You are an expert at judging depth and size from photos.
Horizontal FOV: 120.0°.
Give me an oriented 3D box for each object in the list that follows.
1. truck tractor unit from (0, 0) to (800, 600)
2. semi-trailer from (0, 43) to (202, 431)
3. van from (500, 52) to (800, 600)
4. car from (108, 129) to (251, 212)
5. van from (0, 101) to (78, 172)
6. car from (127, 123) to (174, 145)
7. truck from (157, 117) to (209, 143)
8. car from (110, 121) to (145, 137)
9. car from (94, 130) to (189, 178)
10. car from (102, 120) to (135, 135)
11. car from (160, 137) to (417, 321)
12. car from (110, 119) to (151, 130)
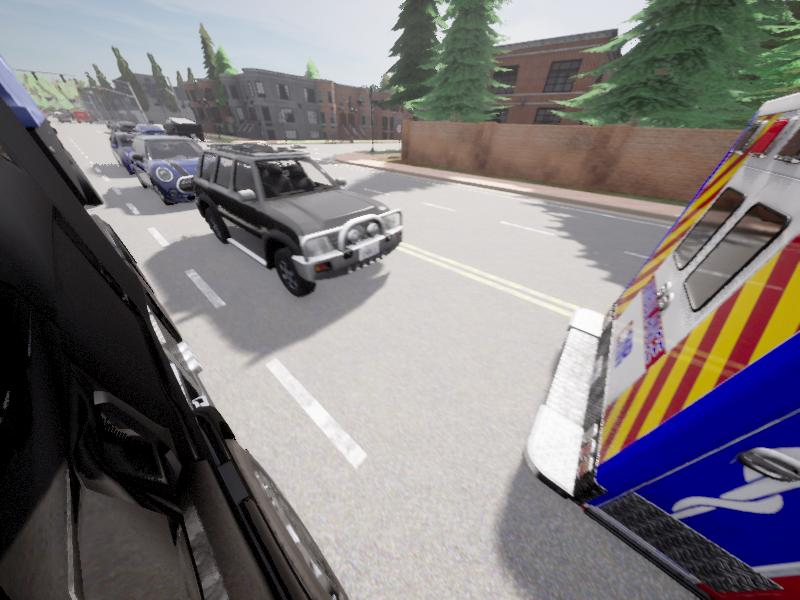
[{"bbox_3d":[-2.645,-0.295,0.351,6.516,4.208,3.053,28,44,30],"label":"truck tractor unit"},{"bbox_3d":[-8.702,-3.595,4.235,14.254,4.402,2.717,28,44,30],"label":"semi-trailer"},{"bbox_3d":[4.003,1.250,0.200,6.366,2.431,2.351,28,44,30],"label":"van"},{"bbox_3d":[-7.468,-4.597,7.844,4.553,1.767,2.097,28,44,30],"label":"car"},{"bbox_3d":[-18.993,-8.252,11.496,6.366,2.431,2.351,28,44,30],"label":"van"},{"bbox_3d":[-24.499,-16.292,22.651,5.008,1.535,1.882,28,44,30],"label":"car"},{"bbox_3d":[-24.747,-19.391,26.309,6.274,2.098,2.390,28,44,30],"label":"truck"},{"bbox_3d":[-34.065,-21.366,28.882,4.892,1.490,1.837,28,44,30],"label":"car"},{"bbox_3d":[-12.652,-7.248,11.293,4.514,1.525,2.007,28,44,30],"label":"car"},{"bbox_3d":[-39.910,-24.437,32.716,5.357,1.411,2.033,28,44,30],"label":"car"},{"bbox_3d":[-2.182,-1.818,4.381,4.605,1.855,1.932,28,44,30],"label":"car"},{"bbox_3d":[-49.874,-32.529,42.852,2.007,1.525,4.514,28,44,30],"label":"car"}]
